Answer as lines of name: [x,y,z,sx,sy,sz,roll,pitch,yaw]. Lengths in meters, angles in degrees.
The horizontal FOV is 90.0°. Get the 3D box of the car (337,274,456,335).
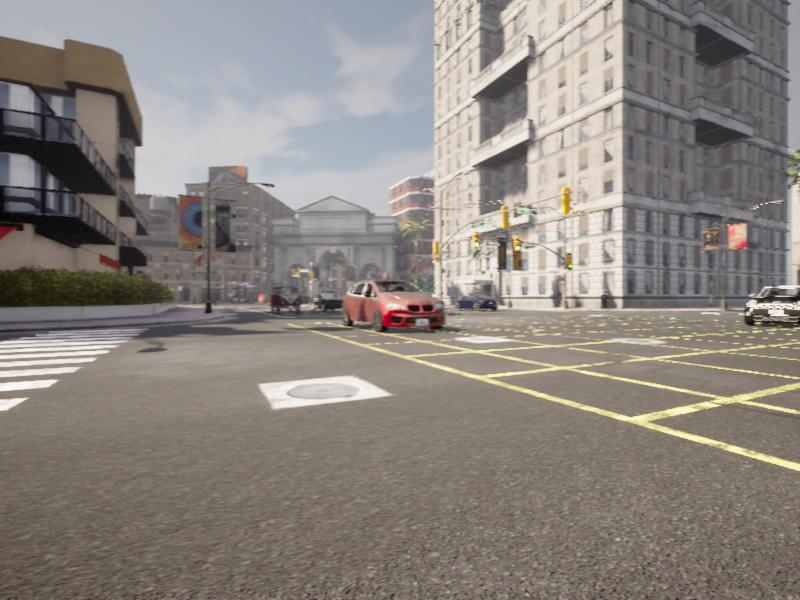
car: [-0.362,0.117,13.523,2.242,1.667,4.611,0,0,-26]

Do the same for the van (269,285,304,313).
van: [-8.702,-0.081,30.399,1.775,1.987,4.442,0,0,-26]

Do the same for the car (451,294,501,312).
car: [6.371,0.213,33.831,1.994,1.385,4.181,0,0,-27]

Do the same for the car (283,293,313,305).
car: [-16.467,-0.112,64.622,4.605,1.855,1.932,0,-1,32]

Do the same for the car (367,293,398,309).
car: [-1.887,0.074,42.576,1.851,1.617,3.988,0,0,-26]

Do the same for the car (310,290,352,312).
car: [-5.692,0.086,32.210,1.930,1.638,5.238,0,0,-26]

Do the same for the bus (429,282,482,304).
bus: [11.500,-1.363,82.810,10.273,4.253,3.944,0,0,-26]

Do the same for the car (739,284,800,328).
car: [14.459,0.205,15.000,3.806,1.475,1.970,0,0,-38]
